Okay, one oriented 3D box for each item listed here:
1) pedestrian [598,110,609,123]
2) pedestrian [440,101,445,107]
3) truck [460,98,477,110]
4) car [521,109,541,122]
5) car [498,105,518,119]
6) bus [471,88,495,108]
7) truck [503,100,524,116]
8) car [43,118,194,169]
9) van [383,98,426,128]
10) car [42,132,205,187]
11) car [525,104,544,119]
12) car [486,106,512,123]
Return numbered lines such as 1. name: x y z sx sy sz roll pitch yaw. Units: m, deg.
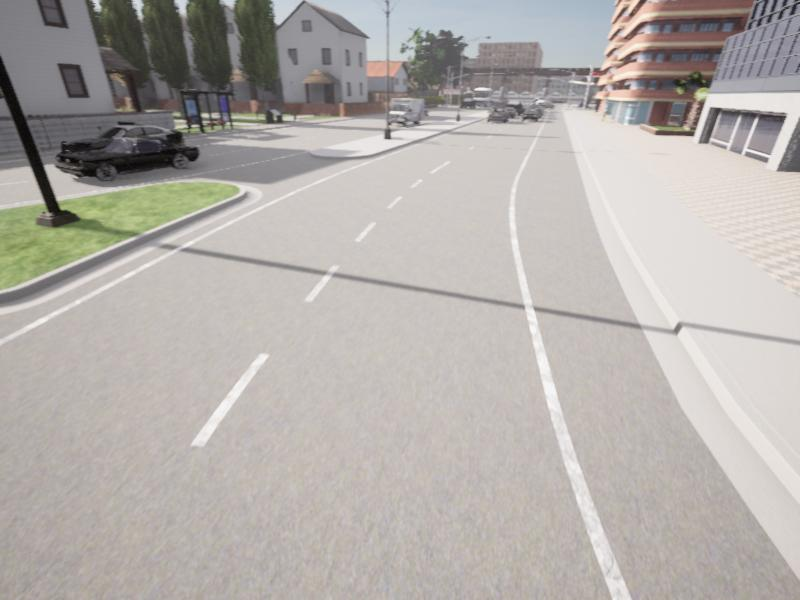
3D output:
1. pedestrian: 23.963 -21.576 47.062 0.751 1.300 0.751 8 28 12
2. pedestrian: 9.435 -43.452 88.678 0.751 1.300 0.751 9 29 15
3. truck: 14.735 -42.214 85.981 2.390 2.098 6.274 10 29 17
4. car: 16.772 -23.602 51.132 1.895 1.301 4.718 10 29 17
5. car: 15.463 -26.879 57.137 2.038 1.542 4.974 10 29 17
6. bus: 20.965 -51.085 100.931 3.944 4.253 10.273 10 29 17
7. truck: 18.243 -30.746 64.050 2.390 2.098 6.274 10 29 17
8. car: -12.495 -7.301 18.352 1.930 1.638 5.238 13 29 21
9. van: 0.516 -18.979 40.428 2.351 2.431 6.366 10 29 17
10. car: -10.357 -5.579 15.492 1.895 1.301 4.718 15 30 24
11. car: 19.386 -27.219 57.646 2.097 1.767 4.553 10 29 17
12. car: 11.975 -22.405 48.249 2.242 1.667 4.611 10 29 17
